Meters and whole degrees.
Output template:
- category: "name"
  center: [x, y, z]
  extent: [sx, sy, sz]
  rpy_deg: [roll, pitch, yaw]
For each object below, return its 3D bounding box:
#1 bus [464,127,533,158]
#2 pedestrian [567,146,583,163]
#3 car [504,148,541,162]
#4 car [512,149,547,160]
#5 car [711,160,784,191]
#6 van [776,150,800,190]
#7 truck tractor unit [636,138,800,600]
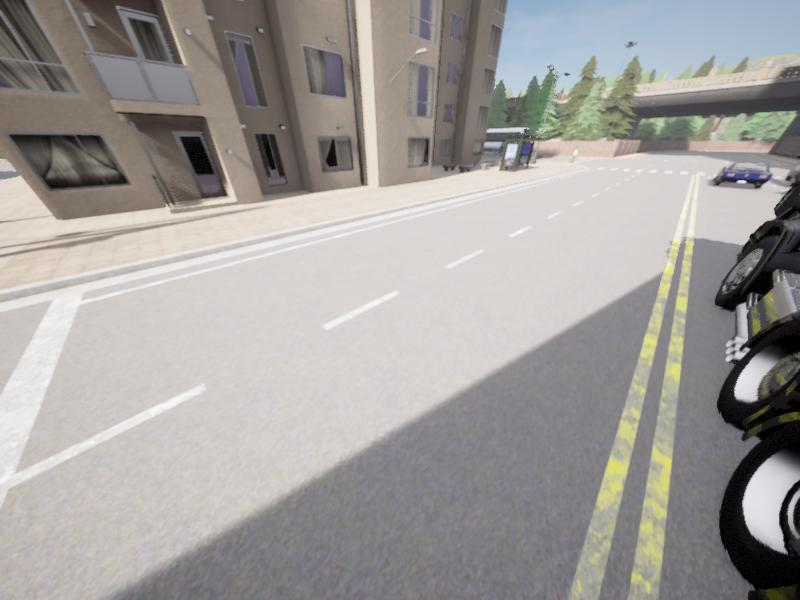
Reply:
- category: "bus"
  center: [17.638, -28.751, 42.352]
  extent: [3.944, 4.253, 10.273]
  rpy_deg: [-29, 44, -36]
- category: "pedestrian"
  center: [23.148, -19.276, 30.550]
  extent: [0.751, 1.860, 0.751]
  rpy_deg: [-6, 35, -9]
- category: "car"
  center: [18.128, -21.586, 34.319]
  extent: [1.816, 1.474, 4.193]
  rpy_deg: [-28, 43, -35]
- category: "car"
  center: [20.396, -23.051, 36.558]
  extent: [1.994, 1.385, 4.181]
  rpy_deg: [-29, 44, -35]
- category: "car"
  center: [21.913, -8.090, 14.800]
  extent: [4.718, 1.301, 1.895]
  rpy_deg: [-28, 43, -34]
- category: "van"
  center: [26.740, -8.379, 14.217]
  extent: [6.366, 2.431, 2.351]
  rpy_deg: [-27, 43, -34]
- category: "truck tractor unit"
  center: [4.878, -0.481, 1.056]
  extent: [6.516, 4.208, 3.053]
  rpy_deg: [-27, 42, -33]
